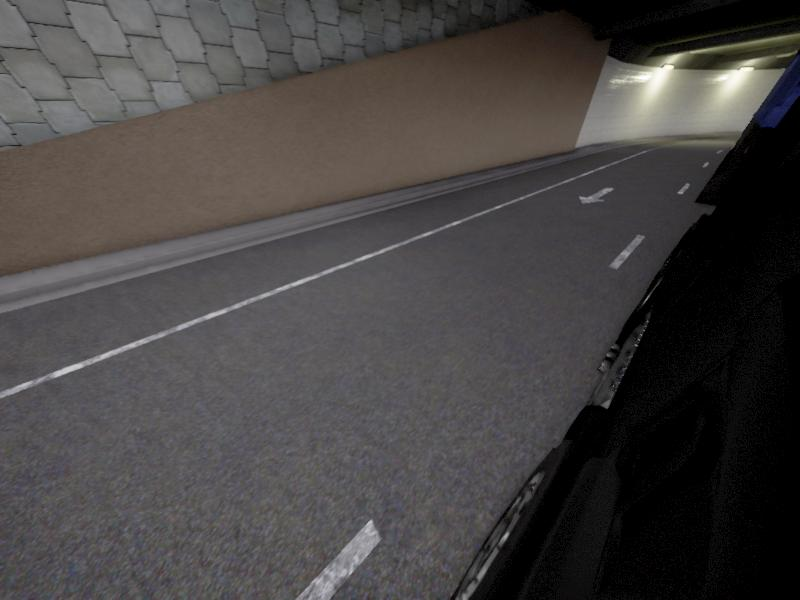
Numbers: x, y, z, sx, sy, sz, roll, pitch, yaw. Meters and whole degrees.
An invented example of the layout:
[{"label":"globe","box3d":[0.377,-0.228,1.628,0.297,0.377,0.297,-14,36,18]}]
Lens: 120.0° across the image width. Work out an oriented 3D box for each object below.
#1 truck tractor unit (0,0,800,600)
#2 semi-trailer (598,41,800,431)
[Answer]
[{"label":"truck tractor unit","box3d":[2.645,-0.295,0.352,6.516,4.208,3.053,-28,44,-30]},{"label":"semi-trailer","box3d":[8.680,-3.621,4.239,14.254,4.402,2.717,-28,44,-30]}]
